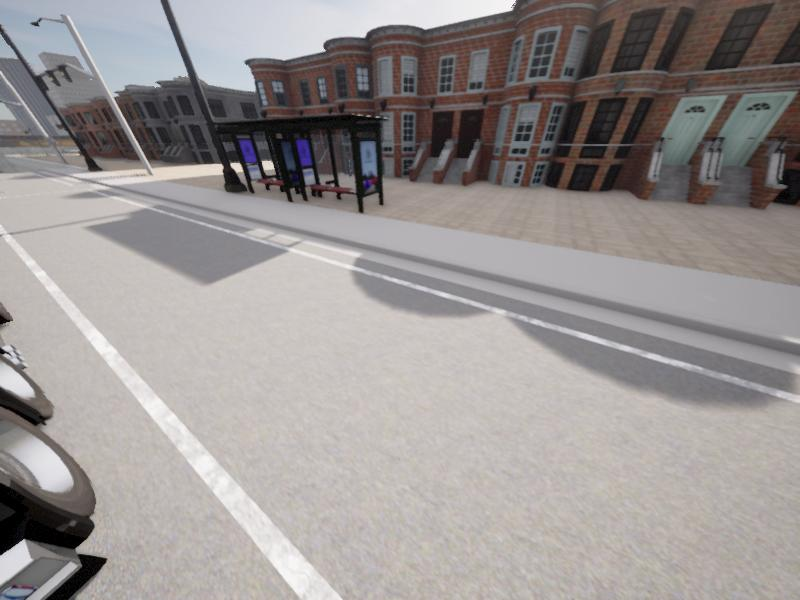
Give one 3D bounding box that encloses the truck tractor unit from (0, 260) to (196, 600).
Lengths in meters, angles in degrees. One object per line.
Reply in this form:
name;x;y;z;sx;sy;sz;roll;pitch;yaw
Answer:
truck tractor unit;-5.107;-0.305;0.788;6.516;4.208;3.053;19;39;24
